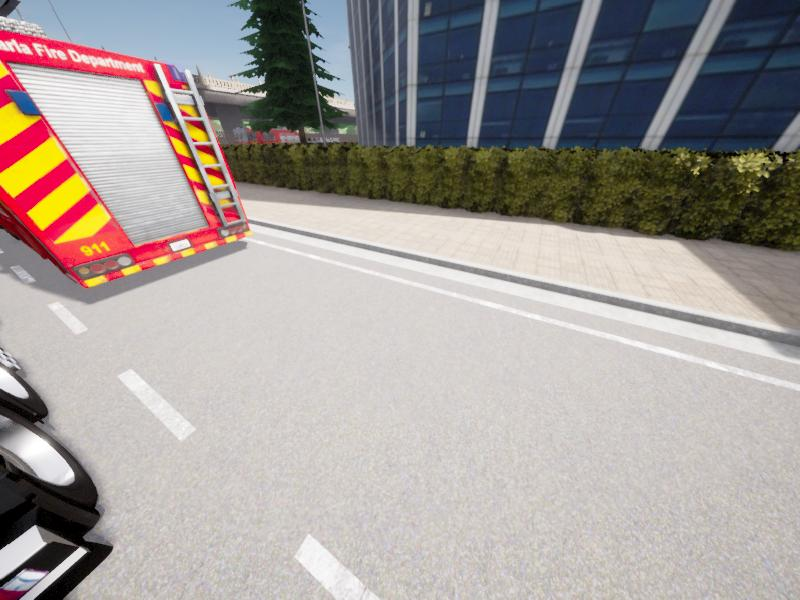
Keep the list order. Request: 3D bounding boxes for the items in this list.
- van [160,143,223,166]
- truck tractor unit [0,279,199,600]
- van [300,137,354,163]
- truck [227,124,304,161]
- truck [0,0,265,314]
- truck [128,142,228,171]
[{"bbox_3d":[-22.967,-16.263,25.686,1.775,1.987,4.442,17,38,23],"label":"van"},{"bbox_3d":[-5.137,-0.274,0.742,6.516,4.208,3.053,17,39,23],"label":"truck tractor unit"},{"bbox_3d":[-8.862,-18.950,29.051,2.351,2.431,6.366,19,39,25],"label":"van"},{"bbox_3d":[-18.207,-22.054,32.357,2.891,3.827,8.468,17,38,23],"label":"truck"},{"bbox_3d":[-7.824,-3.227,5.345,8.468,3.827,2.891,17,38,23],"label":"truck"},{"bbox_3d":[-21.096,-14.091,22.458,2.390,2.098,6.274,17,38,23],"label":"truck"}]
